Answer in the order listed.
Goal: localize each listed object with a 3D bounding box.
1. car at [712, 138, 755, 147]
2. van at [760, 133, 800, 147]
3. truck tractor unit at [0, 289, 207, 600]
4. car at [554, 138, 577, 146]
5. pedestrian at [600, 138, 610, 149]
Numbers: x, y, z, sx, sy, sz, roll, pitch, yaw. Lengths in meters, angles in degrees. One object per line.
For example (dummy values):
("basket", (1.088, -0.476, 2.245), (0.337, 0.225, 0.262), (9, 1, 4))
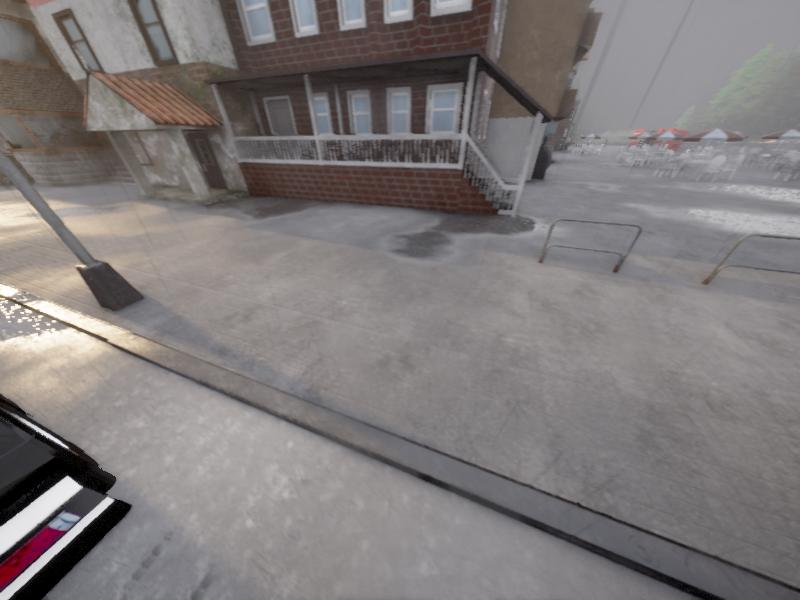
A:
("car", (75.122, -35.504, 52.123), (4.974, 1.542, 2.038), (12, 37, 17))
("van", (83.450, -34.140, 49.345), (6.366, 2.431, 2.351), (12, 37, 17))
("truck tractor unit", (-5.248, -0.133, 0.540), (6.516, 4.208, 3.053), (12, 37, 17))
("car", (46.119, -43.987, 64.370), (4.553, 1.767, 2.097), (12, 37, 17))
("pedestrian", (41.340, -31.613, 46.594), (0.751, 1.860, 0.751), (-25, 42, -31))
